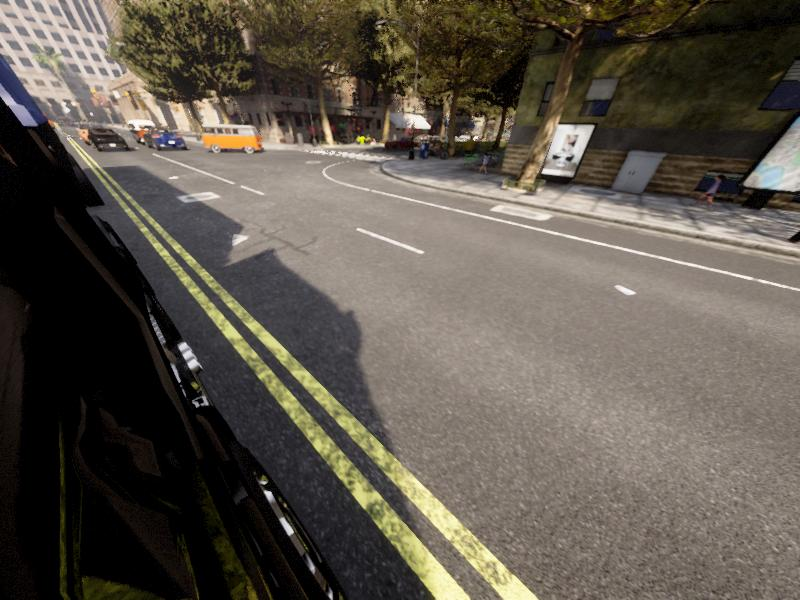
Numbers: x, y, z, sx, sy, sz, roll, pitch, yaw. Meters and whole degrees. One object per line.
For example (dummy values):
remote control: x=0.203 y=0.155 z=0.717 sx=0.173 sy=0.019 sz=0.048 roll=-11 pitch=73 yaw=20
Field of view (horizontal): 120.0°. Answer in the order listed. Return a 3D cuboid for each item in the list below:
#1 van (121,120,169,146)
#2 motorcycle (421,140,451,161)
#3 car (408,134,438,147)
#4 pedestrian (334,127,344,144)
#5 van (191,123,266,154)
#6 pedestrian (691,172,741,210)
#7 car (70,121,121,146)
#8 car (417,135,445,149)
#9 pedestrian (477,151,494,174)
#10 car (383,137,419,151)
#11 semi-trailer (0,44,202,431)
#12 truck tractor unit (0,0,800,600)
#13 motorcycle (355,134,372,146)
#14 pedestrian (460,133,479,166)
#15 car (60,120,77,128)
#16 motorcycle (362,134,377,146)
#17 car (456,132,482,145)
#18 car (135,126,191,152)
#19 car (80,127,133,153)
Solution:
van: x=-26.325 y=-17.289 z=23.881 sx=4.480 sy=2.038 sz=2.069 roll=28 pitch=43 yaw=30
motorcycle: x=3.003 y=-12.534 z=19.360 sx=2.356 sy=1.277 sz=0.764 roll=7 pitch=27 yaw=7
car: x=3.716 y=-25.428 z=36.860 sx=2.231 sy=1.521 sz=4.892 roll=28 pitch=44 yaw=30
pedestrian: x=-8.386 y=-22.554 z=31.742 sx=0.751 sy=1.860 sz=0.751 roll=28 pitch=44 yaw=30
van: x=-14.471 y=-13.801 z=19.818 sx=4.442 sy=1.987 sz=1.775 roll=-6 pitch=37 yaw=-10
pedestrian: x=10.973 y=-3.808 z=8.065 sx=0.500 sy=1.100 sz=0.500 roll=28 pitch=44 yaw=31
car: x=-29.194 y=-15.970 z=22.165 sx=4.553 sy=1.767 sz=2.097 roll=28 pitch=44 yaw=30
car: x=4.407 y=-22.463 z=32.880 sx=1.970 sy=1.475 sz=3.806 roll=28 pitch=44 yaw=31
pedestrian: x=4.914 y=-7.927 z=13.317 sx=0.500 sy=1.100 sz=0.500 roll=-19 pitch=41 yaw=-26
car: x=0.204 y=-19.540 z=28.877 sx=1.895 sy=1.301 sz=4.718 roll=28 pitch=44 yaw=30
semi-trailer: x=-8.705 y=-3.572 z=4.262 sx=14.254 sy=4.402 sz=2.717 roll=28 pitch=44 yaw=30
truck tractor unit: x=-2.645 y=-0.295 z=0.351 sx=6.516 sy=4.208 sz=3.053 roll=28 pitch=44 yaw=30
motorcycle: x=-4.922 y=-21.672 z=31.353 sx=2.033 sy=1.145 sz=0.803 roll=7 pitch=47 yaw=7
pedestrian: x=4.932 y=-10.687 z=16.403 sx=0.751 sy=1.860 sz=0.751 roll=21 pitch=41 yaw=24
car: x=-79.722 y=-42.378 z=55.514 sx=4.193 sy=1.474 sz=1.816 roll=28 pitch=44 yaw=30
motorcycle: x=-4.171 y=-22.131 z=31.942 sx=1.805 sy=1.236 sz=0.856 roll=7 pitch=37 yaw=7
car: x=13.528 y=-31.690 z=45.314 sx=2.435 sy=2.045 sz=5.566 roll=28 pitch=44 yaw=30
car: x=-21.017 y=-14.329 z=20.506 sx=5.027 sy=1.651 sz=2.152 roll=28 pitch=44 yaw=30
car: x=-23.799 y=-13.016 z=18.703 sx=4.892 sy=1.490 sz=1.837 roll=28 pitch=43 yaw=30
